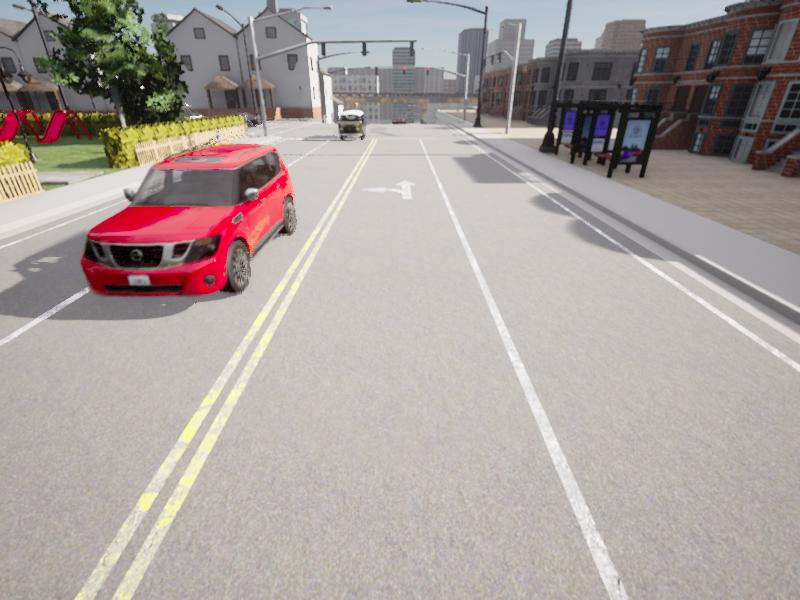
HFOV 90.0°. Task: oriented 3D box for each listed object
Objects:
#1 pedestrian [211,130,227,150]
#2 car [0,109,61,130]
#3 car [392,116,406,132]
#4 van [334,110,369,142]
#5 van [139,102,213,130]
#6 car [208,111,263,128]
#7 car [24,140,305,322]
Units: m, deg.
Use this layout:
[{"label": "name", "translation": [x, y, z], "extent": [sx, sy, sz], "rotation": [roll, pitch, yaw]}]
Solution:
[{"label": "pedestrian", "translation": [-10.726, -9.490, 23.735], "extent": [0.500, 1.100, 0.500], "rotation": [1, 27, 3]}, {"label": "car", "translation": [-37.945, -18.417, 40.798], "extent": [4.605, 1.855, 1.932], "rotation": [1, 27, 0]}, {"label": "car", "translation": [-0.098, -25.070, 57.216], "extent": [1.895, 1.301, 4.718], "rotation": [-1, 14, 0]}, {"label": "van", "translation": [-3.669, -13.535, 31.028], "extent": [2.069, 2.038, 4.480], "rotation": [0, 27, 0]}, {"label": "van", "translation": [-22.570, -18.663, 40.550], "extent": [5.915, 2.561, 1.988], "rotation": [0, 27, 0]}, {"label": "car", "translation": [-17.973, -19.795, 43.871], "extent": [4.974, 1.542, 2.038], "rotation": [0, 27, 0]}, {"label": "car", "translation": [-3.735, -1.855, 8.085], "extent": [2.150, 2.045, 5.566], "rotation": [0, 27, 1]}]
